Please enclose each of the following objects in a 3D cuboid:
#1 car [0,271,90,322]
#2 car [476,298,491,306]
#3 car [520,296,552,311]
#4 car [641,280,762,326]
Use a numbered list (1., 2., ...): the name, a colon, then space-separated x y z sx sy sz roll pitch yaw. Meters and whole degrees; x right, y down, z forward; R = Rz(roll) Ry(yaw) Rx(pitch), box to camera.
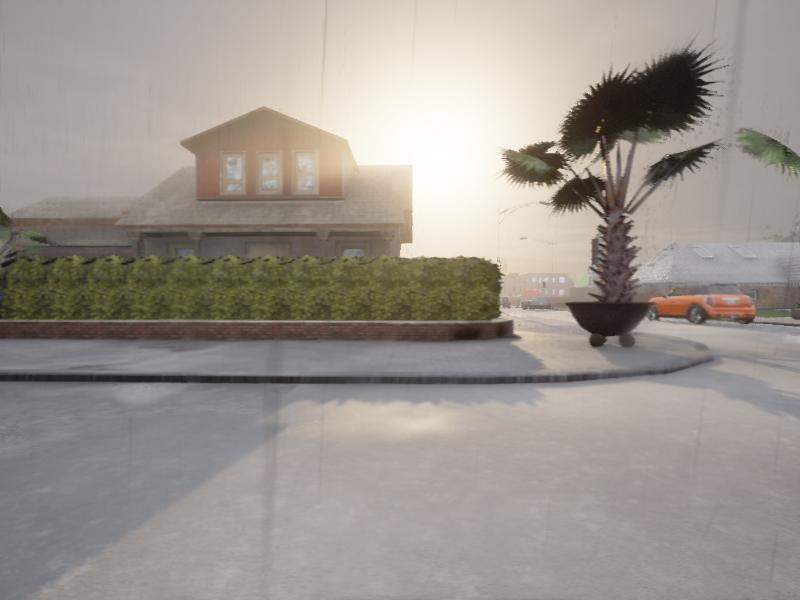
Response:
1. car: -12.858 -0.099 13.596 1.845 1.501 3.633 0 0 -1
2. car: 14.850 0.363 71.369 1.895 1.301 4.718 0 0 2
3. car: 13.884 0.329 41.080 1.994 1.385 4.181 0 0 2
4. car: 13.127 0.113 17.865 2.097 1.767 4.553 0 0 2
